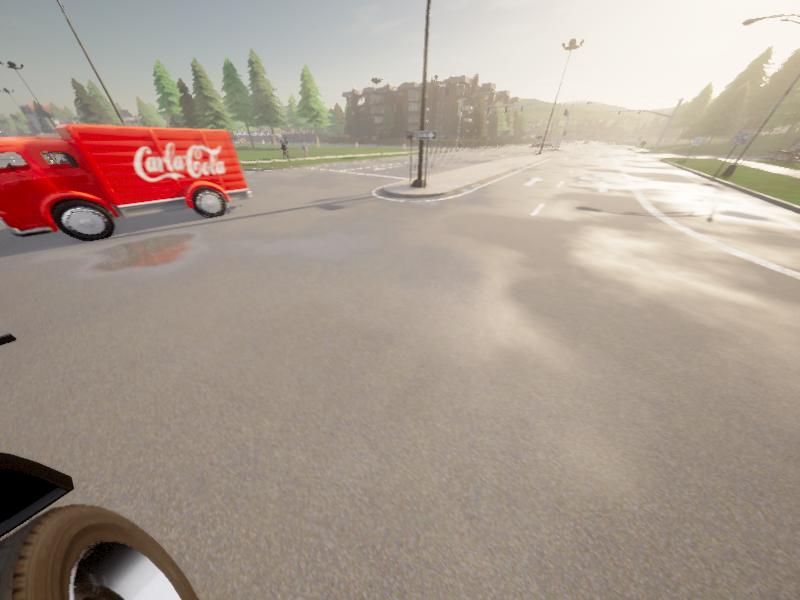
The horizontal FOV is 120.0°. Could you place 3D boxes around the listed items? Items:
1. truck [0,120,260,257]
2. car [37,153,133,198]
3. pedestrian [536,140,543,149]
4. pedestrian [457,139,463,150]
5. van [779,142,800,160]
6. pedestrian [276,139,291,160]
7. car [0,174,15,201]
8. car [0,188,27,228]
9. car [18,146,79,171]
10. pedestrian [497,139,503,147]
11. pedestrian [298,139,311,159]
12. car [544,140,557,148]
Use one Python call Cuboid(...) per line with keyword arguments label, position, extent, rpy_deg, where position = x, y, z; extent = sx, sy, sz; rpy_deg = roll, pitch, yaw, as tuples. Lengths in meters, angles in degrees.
Cuboid(label="truck", position=(-7.812, -3.600, 6.805), extent=(2.627, 2.467, 5.204), rpy_deg=(23, 40, 28))
Cuboid(label="car", position=(-15.216, -6.132, 11.175), extent=(4.193, 1.474, 1.816), rpy_deg=(22, 41, 28))
Cuboid(label="pedestrian", position=(33.714, -37.574, 55.814), extent=(0.751, 1.860, 0.751), rpy_deg=(17, 38, 22))
Cuboid(label="pedestrian", position=(13.348, -34.433, 51.172), extent=(0.751, 1.860, 0.751), rpy_deg=(21, 40, 26))
Cuboid(label="van", position=(56.362, -20.235, 31.380), extent=(4.442, 1.987, 1.775), rpy_deg=(22, 41, 28))
Cuboid(label="pedestrian", position=(-12.240, -15.815, 24.283), extent=(0.751, 1.860, 0.751), rpy_deg=(27, 43, 32))
Cuboid(label="car", position=(-18.960, -5.212, 9.804), extent=(4.902, 1.511, 2.128), rpy_deg=(22, 41, 28))
Cuboid(label="car", position=(-13.692, -2.000, 5.238), extent=(1.801, 1.575, 5.366), rpy_deg=(23, 41, 28))
Cuboid(label="car", position=(-28.341, -11.485, 18.636), extent=(3.806, 1.475, 1.970), rpy_deg=(22, 41, 28))
Cuboid(label="pedestrian", position=(25.833, -40.418, 59.477), extent=(0.751, 1.860, 0.751), rpy_deg=(26, 42, 31))
Cuboid(label="pedestrian", position=(-10.597, -16.794, 25.686), extent=(0.751, 1.860, 0.751), rpy_deg=(26, 42, 31))
Cuboid(label="car", position=(41.540, -43.100, 63.751), extent=(1.905, 1.878, 3.866), rpy_deg=(22, 41, 28))
